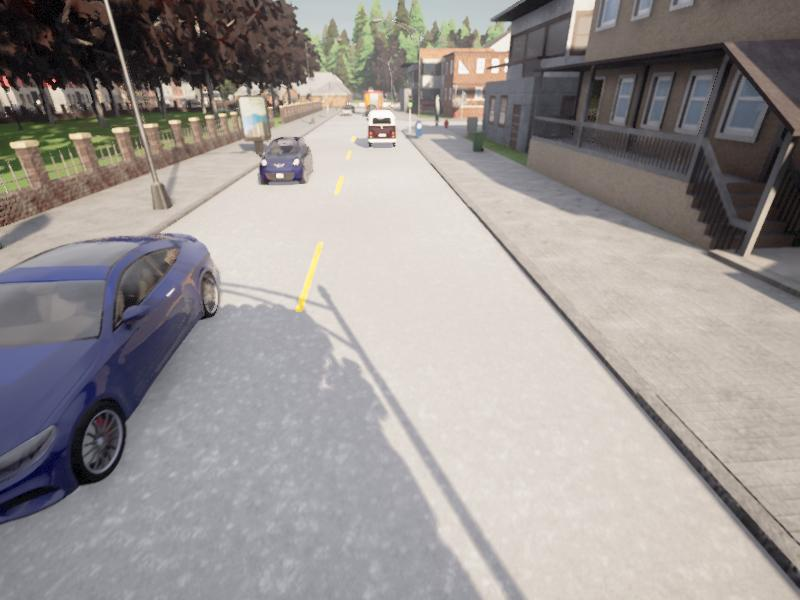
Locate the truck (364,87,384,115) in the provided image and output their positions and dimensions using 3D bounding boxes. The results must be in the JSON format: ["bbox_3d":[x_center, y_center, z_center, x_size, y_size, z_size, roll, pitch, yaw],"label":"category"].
[{"bbox_3d":[-4.252,-32.387,65.153,2.891,3.827,8.468,-2,27,-4],"label":"truck"}]

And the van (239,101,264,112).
[{"bbox_3d":[-31.313,-40.892,84.393,4.442,1.987,1.775,-2,27,-3],"label":"van"}]

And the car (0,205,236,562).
[{"bbox_3d":[-3.610,0.224,4.617,1.812,1.442,4.674,-3,27,-4],"label":"car"}]

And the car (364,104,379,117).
[{"bbox_3d":[-4.106,-27.774,58.638,1.851,1.617,3.988,0,27,0],"label":"car"}]

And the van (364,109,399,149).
[{"bbox_3d":[-1.222,-11.314,26.274,2.069,2.038,4.480,-2,27,-3],"label":"van"}]

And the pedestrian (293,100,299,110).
[{"bbox_3d":[-20.947,-39.215,80.417,0.751,1.860,0.751,1,27,3],"label":"pedestrian"}]

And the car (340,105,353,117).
[{"bbox_3d":[-8.027,-28.508,60.187,1.845,1.501,3.633,-3,27,-5],"label":"car"}]

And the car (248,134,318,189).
[{"bbox_3d":[-4.406,-5.512,15.631,1.845,1.501,3.633,-2,28,-4],"label":"car"}]

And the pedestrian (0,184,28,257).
[{"bbox_3d":[-8.497,-1.857,7.965,0.751,1.860,0.751,-2,27,-3],"label":"pedestrian"}]

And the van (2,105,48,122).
[{"bbox_3d":[-52.985,-26.484,56.694,2.069,2.038,4.480,-2,27,-3],"label":"van"}]

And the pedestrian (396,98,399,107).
[{"bbox_3d":[-0.564,-46.290,93.883,0.751,1.860,0.751,-1,27,-1],"label":"pedestrian"}]
